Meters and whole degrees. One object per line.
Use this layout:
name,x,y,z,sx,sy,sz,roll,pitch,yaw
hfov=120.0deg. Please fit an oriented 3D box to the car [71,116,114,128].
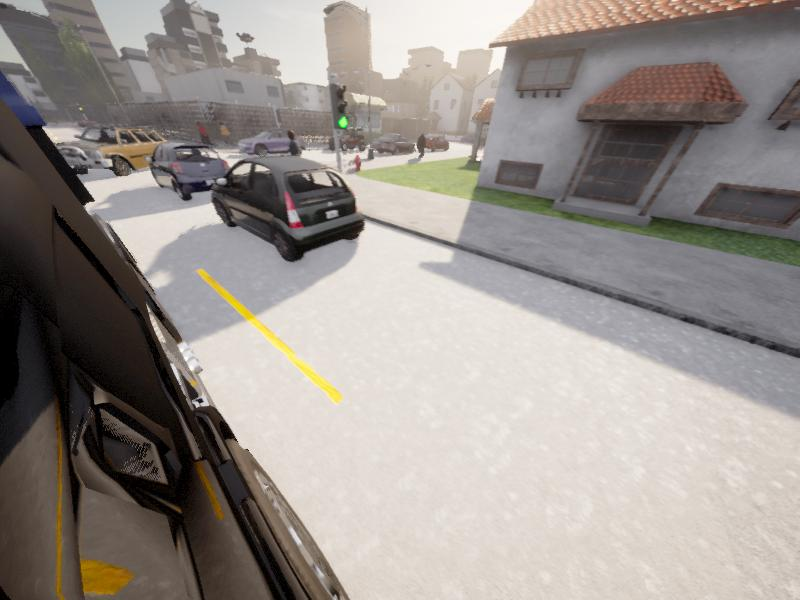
car,-53.620,-31.135,40.452,1.851,1.617,3.988,6,37,4

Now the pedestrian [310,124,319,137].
pedestrian,-14.861,-29.490,40.207,0.751,1.860,0.751,17,39,19

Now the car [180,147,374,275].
car,-2.714,-2.295,5.183,3.988,1.617,1.851,27,43,29

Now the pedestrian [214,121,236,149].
pedestrian,-14.717,-13.920,19.480,0.751,1.860,0.751,29,44,31

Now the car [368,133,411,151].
car,-1.138,-18.259,26.599,2.128,1.511,4.902,27,43,29

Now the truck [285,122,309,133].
truck,-23.966,-40.199,53.848,2.069,2.038,4.478,27,43,29

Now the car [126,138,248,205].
car,-7.420,-4.648,8.093,3.633,1.501,1.845,27,43,29

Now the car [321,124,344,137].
car,-13.630,-34.369,46.855,1.905,1.878,3.866,27,43,29

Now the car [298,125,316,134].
car,-20.901,-38.199,51.774,3.705,1.547,1.789,27,43,29

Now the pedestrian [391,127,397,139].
pedestrian,-1.193,-32.756,45.380,0.751,1.860,0.751,25,42,27

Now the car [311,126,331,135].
car,-17.063,-36.683,50.008,1.845,1.501,3.633,27,43,29

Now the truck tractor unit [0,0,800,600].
truck tractor unit,-2.645,-0.295,0.352,6.516,4.208,3.053,28,44,30

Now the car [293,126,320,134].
car,-20.982,-38.304,52.028,2.033,1.415,5.357,27,43,29

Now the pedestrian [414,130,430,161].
pedestrian,1.636,-11.776,17.641,0.751,1.860,0.751,27,43,29

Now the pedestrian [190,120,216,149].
pedestrian,-15.697,-13.207,18.472,0.751,1.860,0.751,25,42,27

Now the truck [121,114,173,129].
truck,-49.510,-35.010,45.450,2.390,2.098,6.274,27,43,29

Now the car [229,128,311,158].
car,-9.703,-12.077,17.758,2.033,1.649,4.856,27,43,29

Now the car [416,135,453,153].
car,4.058,-18.163,26.775,2.007,1.525,4.514,27,43,29

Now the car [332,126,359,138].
car,-10.435,-32.468,44.696,2.242,1.667,4.611,27,43,29

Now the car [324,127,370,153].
car,-5.027,-15.582,22.484,1.905,1.878,3.866,27,43,29

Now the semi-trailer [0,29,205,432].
semi-trailer,-8.881,-3.478,4.033,14.254,4.402,2.717,26,43,28

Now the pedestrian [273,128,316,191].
pedestrian,-3.745,-5.037,8.347,0.751,1.860,0.751,7,37,6

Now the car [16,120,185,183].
car,-12.821,-6.923,10.582,1.932,1.855,4.605,1,37,-9

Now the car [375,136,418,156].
car,-0.279,-14.934,22.345,1.994,1.385,4.181,26,43,28
